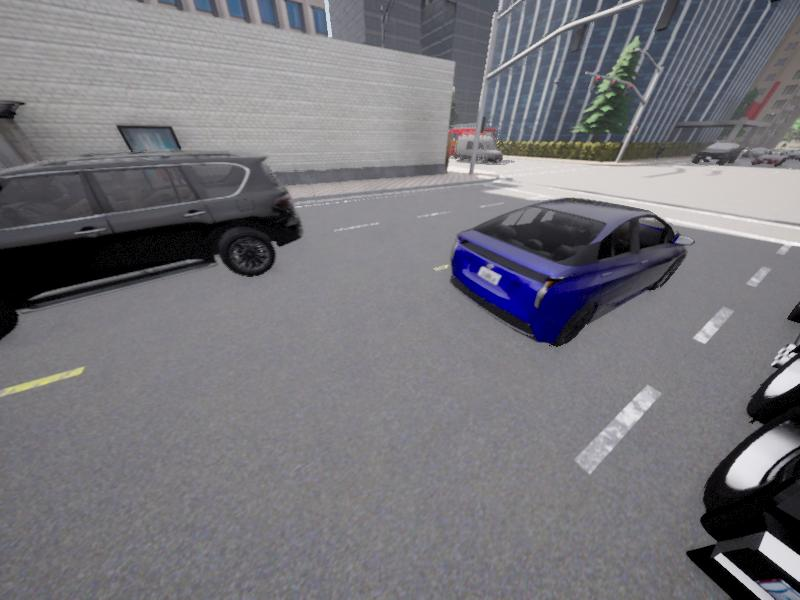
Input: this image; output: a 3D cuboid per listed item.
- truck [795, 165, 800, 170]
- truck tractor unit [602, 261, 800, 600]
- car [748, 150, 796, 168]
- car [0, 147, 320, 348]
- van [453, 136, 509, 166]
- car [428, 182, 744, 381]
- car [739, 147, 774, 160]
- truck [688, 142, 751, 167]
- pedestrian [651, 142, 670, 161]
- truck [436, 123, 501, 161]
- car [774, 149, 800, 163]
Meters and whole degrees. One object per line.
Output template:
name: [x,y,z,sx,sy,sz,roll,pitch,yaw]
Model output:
truck: [41.528,-13.816,21.971,5.204,2.467,2.627,-18,39,-24]
truck tractor unit: [5.105,-0.307,0.782,6.516,4.208,3.053,-19,39,-24]
car: [39.998,-15.235,24.833,4.193,1.474,1.816,-18,39,-24]
car: [-4.658,-1.259,3.924,5.566,2.045,2.150,-24,42,-29]
van: [8.892,-16.956,26.127,1.988,2.561,5.915,-18,39,-24]
car: [2.961,-0.829,3.853,4.514,1.525,2.007,-18,39,-24]
car: [52.923,-21.771,34.316,4.674,1.442,1.812,-18,39,-24]
truck: [36.159,-16.557,26.133,6.274,2.098,2.390,-18,39,-24]
pedestrian: [32.158,-18.333,28.524,0.751,1.860,0.751,20,39,25]
truck: [8.844,-21.547,31.548,2.891,3.827,8.468,-18,39,-24]
car: [53.177,-19.501,31.148,4.181,1.385,1.994,-18,39,-24]
